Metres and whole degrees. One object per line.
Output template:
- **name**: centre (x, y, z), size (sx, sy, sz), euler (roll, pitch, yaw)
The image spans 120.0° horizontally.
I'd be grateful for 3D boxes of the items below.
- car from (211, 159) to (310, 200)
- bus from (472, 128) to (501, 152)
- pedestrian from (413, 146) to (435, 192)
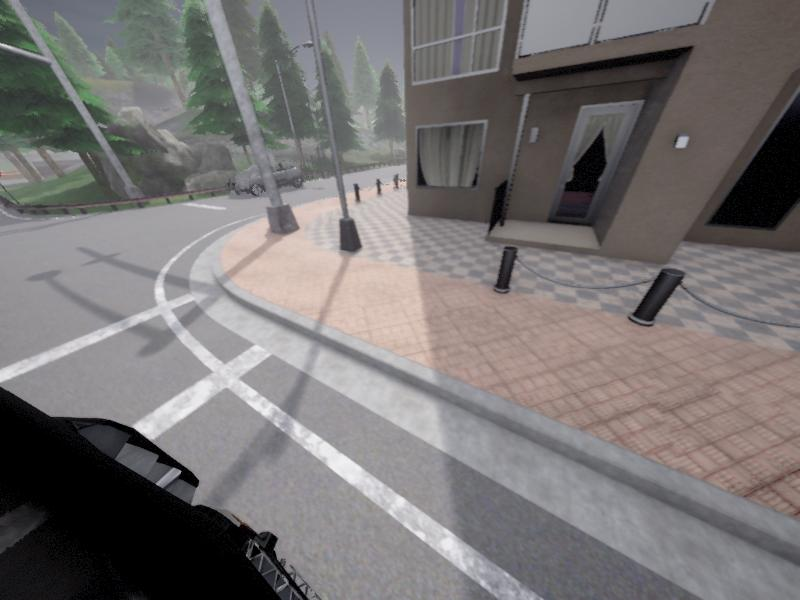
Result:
- **car**: centre (-8.411, -7.700, 14.489), size (2.242, 1.667, 4.611), euler (16, 38, 25)
- **bus**: centre (21.178, -38.914, 56.253), size (3.944, 4.253, 10.273), euler (16, 38, 25)
- **pedestrian**: centre (1.168, -6.409, 11.324), size (0.751, 1.860, 0.751), euler (15, 38, 25)
